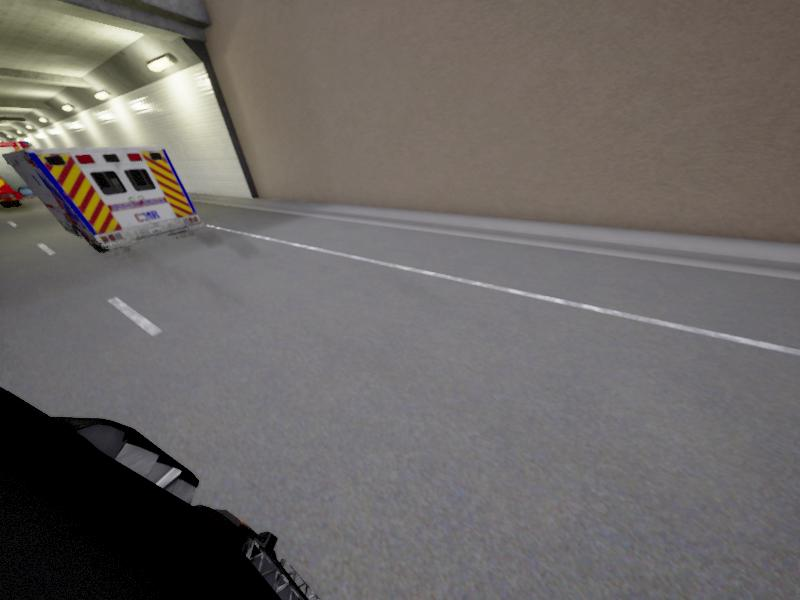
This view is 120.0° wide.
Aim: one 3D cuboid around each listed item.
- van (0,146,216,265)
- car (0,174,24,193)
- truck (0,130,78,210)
[{"bbox_3d":[-9.306,-3.243,7.284,6.366,2.431,2.351,16,38,26],"label":"van"},{"bbox_3d":[-39.460,-11.471,22.698,4.674,1.442,1.812,16,38,26],"label":"car"},{"bbox_3d":[-26.371,-8.704,15.451,8.468,3.827,2.891,16,38,26],"label":"truck"}]
